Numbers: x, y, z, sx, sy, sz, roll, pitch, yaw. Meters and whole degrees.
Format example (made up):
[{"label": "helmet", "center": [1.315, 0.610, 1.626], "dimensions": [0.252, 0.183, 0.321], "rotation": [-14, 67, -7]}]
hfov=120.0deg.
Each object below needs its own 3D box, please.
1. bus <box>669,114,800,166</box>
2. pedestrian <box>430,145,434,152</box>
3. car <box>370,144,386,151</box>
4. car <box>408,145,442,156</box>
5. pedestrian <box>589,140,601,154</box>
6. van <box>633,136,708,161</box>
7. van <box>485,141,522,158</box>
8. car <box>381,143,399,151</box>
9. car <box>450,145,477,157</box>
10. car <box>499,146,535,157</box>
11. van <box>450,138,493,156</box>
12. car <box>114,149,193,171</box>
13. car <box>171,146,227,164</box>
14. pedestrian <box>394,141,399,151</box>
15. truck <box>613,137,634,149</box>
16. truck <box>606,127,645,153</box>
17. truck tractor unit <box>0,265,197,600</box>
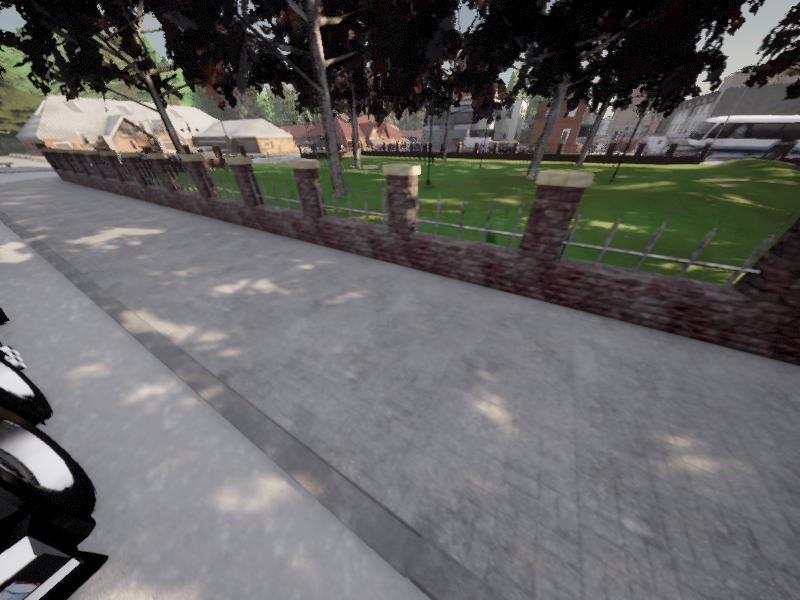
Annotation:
[{"label": "bus", "center": [39.791, -18.442, 26.483], "dimensions": [10.273, 4.253, 3.944], "rotation": [13, 42, 17]}, {"label": "pedestrian", "center": [6.521, -30.735, 46.912], "dimensions": [0.500, 1.100, 0.500], "rotation": [18, 39, 24]}, {"label": "car", "center": [-5.439, -38.006, 57.486], "dimensions": [1.994, 1.385, 4.181], "rotation": [18, 39, 24]}, {"label": "car", "center": [4.318, -26.006, 40.120], "dimensions": [5.357, 1.411, 2.033], "rotation": [19, 39, 26]}, {"label": "pedestrian", "center": [32.425, -25.425, 38.356], "dimensions": [0.751, 1.860, 0.751], "rotation": [-29, 44, -34]}, {"label": "van", "center": [34.121, -19.525, 29.602], "dimensions": [2.351, 2.431, 6.366], "rotation": [3, 35, 5]}, {"label": "van", "center": [15.339, -22.468, 34.407], "dimensions": [4.442, 1.987, 1.775], "rotation": [17, 38, 23]}, {"label": "car", "center": [-2.371, -36.600, 55.286], "dimensions": [1.882, 1.535, 5.008], "rotation": [18, 39, 24]}, {"label": "car", "center": [10.172, -24.005, 37.067], "dimensions": [3.633, 1.501, 1.845], "rotation": [17, 38, 23]}, {"label": "car", "center": [18.589, -23.678, 36.718], "dimensions": [4.718, 1.301, 1.895], "rotation": [20, 40, 27]}, {"label": "van", "center": [12.235, -26.437, 39.755], "dimensions": [6.366, 2.431, 2.351], "rotation": [18, 39, 24]}, {"label": "car", "center": [-24.800, -14.322, 23.493], "dimensions": [1.882, 1.535, 5.008], "rotation": [18, 39, 25]}, {"label": "car", "center": [-25.222, -18.360, 29.185], "dimensions": [2.242, 1.667, 4.611], "rotation": [18, 39, 25]}, {"label": "pedestrian", "center": [-0.759, -36.023, 53.958], "dimensions": [0.751, 1.860, 0.751], "rotation": [25, 42, 31]}, {"label": "truck", "center": [58.685, -41.424, 60.794], "dimensions": [2.627, 2.467, 5.204], "rotation": [18, 39, 24]}, {"label": "truck", "center": [42.310, -30.225, 43.676], "dimensions": [2.891, 3.827, 8.468], "rotation": [18, 39, 25]}, {"label": "truck tractor unit", "center": [-5.115, -0.295, 0.781], "dimensions": [6.516, 4.208, 3.053], "rotation": [18, 39, 24]}]
